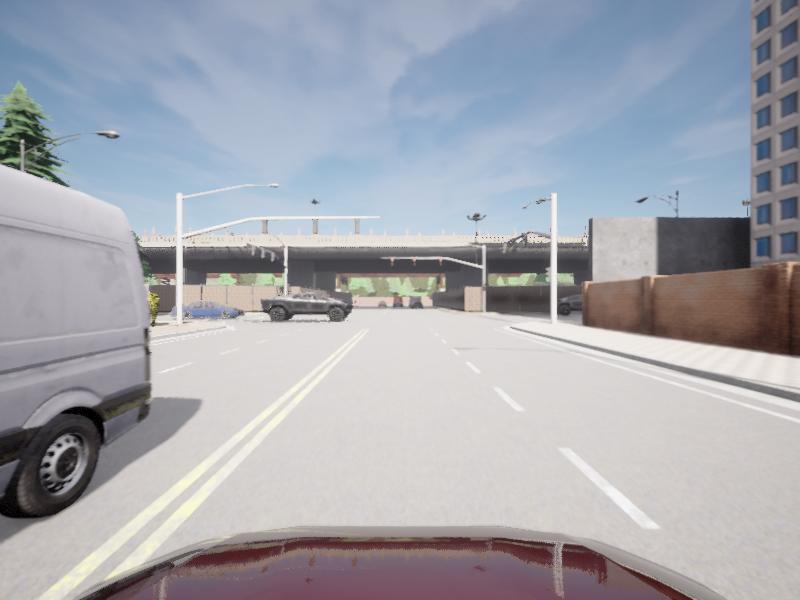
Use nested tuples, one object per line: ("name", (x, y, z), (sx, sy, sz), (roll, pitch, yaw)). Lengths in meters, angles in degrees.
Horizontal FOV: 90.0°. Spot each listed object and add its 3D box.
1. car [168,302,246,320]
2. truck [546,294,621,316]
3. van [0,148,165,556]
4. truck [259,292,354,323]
("car", (-15.573, 0.853, 32.594), (5.357, 1.411, 2.033), (0, 0, -3))
("truck", (18.036, 0.500, 39.532), (6.274, 2.098, 2.390), (0, 0, 0))
("van", (-3.495, 0.323, 1.324), (1.988, 2.561, 5.915), (0, 0, 0))
("truck", (-6.621, 0.532, 28.969), (6.274, 2.098, 2.390), (0, 0, 0))
